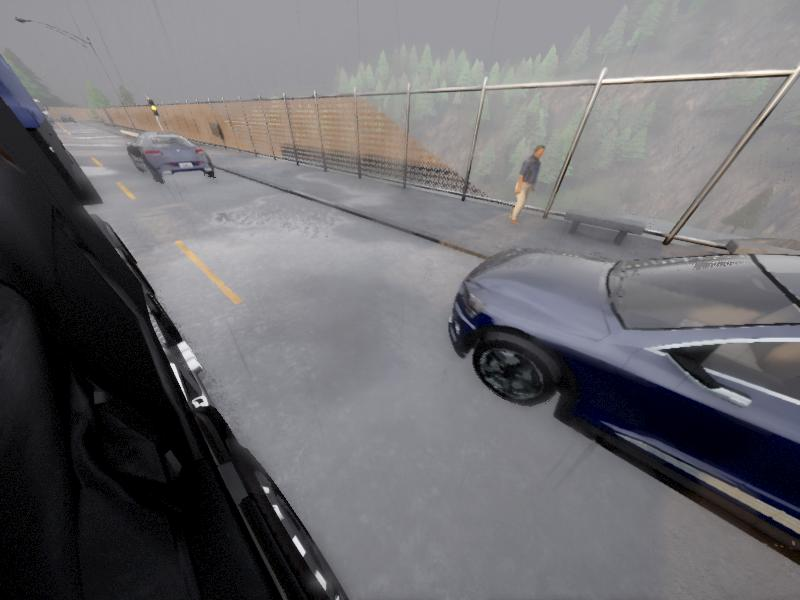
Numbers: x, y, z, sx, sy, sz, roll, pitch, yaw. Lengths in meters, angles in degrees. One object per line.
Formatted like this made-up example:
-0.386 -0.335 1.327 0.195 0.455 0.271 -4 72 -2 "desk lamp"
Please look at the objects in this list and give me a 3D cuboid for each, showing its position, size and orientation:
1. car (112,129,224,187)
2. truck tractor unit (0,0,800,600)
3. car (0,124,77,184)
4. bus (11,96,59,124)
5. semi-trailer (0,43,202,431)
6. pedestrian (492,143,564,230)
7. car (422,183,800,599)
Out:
-10.387 -6.491 10.319 5.027 1.651 2.152 28 44 30 "car"
-2.645 -0.295 0.351 6.516 4.208 3.053 28 44 30 "truck tractor unit"
-16.093 -6.406 9.856 5.238 1.638 1.930 28 44 30 "car"
-81.373 -42.378 51.695 10.273 4.253 3.944 28 44 30 "bus"
-8.697 -3.606 4.228 14.254 4.402 2.717 28 44 30 "semi-trailer"
3.188 -2.896 5.942 0.751 1.860 0.751 -13 40 -20 "pedestrian"
2.805 0.544 1.727 4.856 1.649 2.033 28 44 30 "car"
